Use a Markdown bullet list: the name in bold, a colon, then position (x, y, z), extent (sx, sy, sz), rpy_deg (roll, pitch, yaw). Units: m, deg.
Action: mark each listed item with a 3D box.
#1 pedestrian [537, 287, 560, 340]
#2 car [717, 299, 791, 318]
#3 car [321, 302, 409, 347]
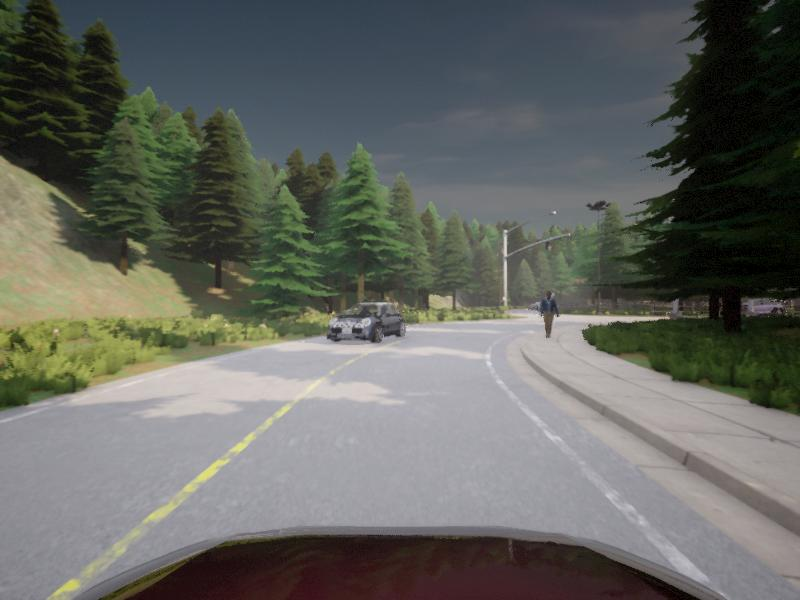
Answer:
- **pedestrian**: position (5.453, 0.481, 14.653), extent (0.751, 1.860, 0.751), rpy_deg (0, 0, 22)
- **car**: position (32.369, 0.771, 36.685), extent (4.856, 1.649, 2.033), rpy_deg (-1, 0, 4)
- **car**: position (-1.217, 0.848, 15.718), extent (1.970, 1.475, 3.806), rpy_deg (0, 0, 21)
